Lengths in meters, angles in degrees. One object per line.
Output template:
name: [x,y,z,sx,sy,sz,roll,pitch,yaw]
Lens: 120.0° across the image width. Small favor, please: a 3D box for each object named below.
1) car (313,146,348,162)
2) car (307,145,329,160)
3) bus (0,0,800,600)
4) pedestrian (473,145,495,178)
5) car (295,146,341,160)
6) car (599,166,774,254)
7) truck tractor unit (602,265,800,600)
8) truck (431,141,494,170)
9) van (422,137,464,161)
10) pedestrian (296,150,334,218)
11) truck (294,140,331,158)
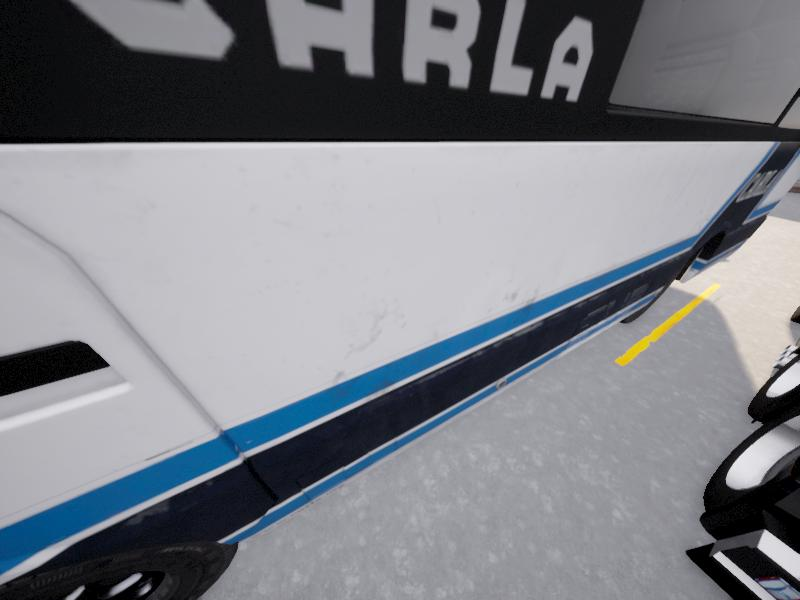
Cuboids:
car: [-8.455,-17.927,28.225,3.633,1.501,1.845,-18,39,-24]
car: [-11.140,-19.999,31.165,1.789,1.547,3.705,-18,39,-24]
bus: [0.994,-1.493,2.430,10.273,4.253,3.944,-17,38,-23]
pedestrian: [5.623,-9.326,15.582,0.751,1.860,0.751,-17,39,-23]
car: [-11.113,-20.098,31.433,5.357,1.415,2.033,-18,39,-24]
car: [8.786,-3.034,7.095,4.902,1.511,2.128,-20,40,-27]
truck tractor unit: [5.111,-0.300,0.782,6.516,4.208,3.053,-18,39,-24]
truck: [6.123,-14.958,23.684,2.390,2.098,6.274,-18,39,-24]
van: [5.591,-20.390,31.102,1.988,2.561,5.915,-18,39,-24]
pedestrian: [-2.742,-3.773,7.551,0.751,1.860,0.751,-13,37,-18]
truck: [-12.914,-22.377,34.148,4.478,2.038,2.069,-18,39,-24]
